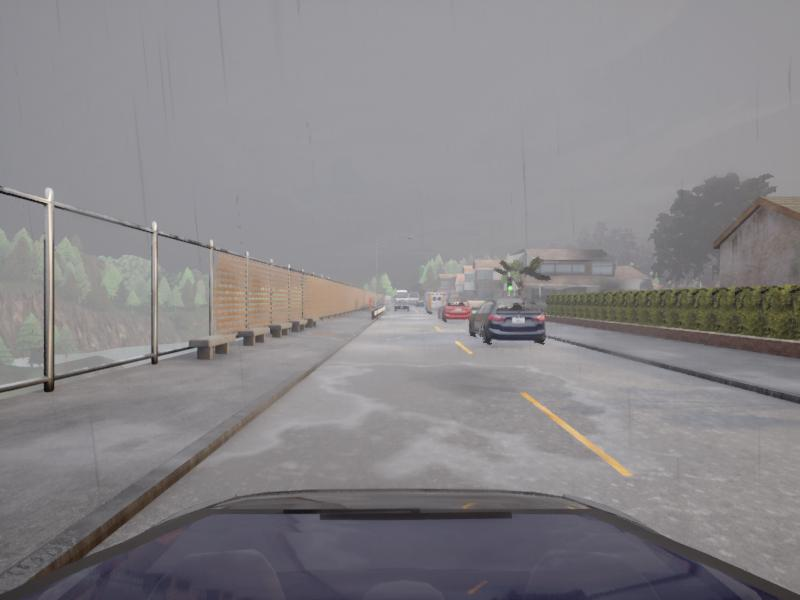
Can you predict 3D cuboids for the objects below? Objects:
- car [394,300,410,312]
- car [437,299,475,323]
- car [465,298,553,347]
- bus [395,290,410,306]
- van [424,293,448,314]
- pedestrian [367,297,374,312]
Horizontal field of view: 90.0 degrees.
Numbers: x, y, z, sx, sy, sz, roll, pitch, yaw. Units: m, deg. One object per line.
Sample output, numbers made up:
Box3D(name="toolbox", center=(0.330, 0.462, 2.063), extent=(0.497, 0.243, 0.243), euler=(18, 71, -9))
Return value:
Box3D(name="car", center=(0.314, 0.781, 57.989), extent=(2.152, 1.651, 5.027), euler=(0, 0, 2))
Box3D(name="car", center=(4.159, 0.756, 30.561), extent=(2.242, 1.667, 4.611), euler=(0, 0, 0))
Box3D(name="car", center=(4.089, 0.758, 15.900), extent=(2.242, 1.667, 4.611), euler=(0, 0, 0))
Box3D(name="bus", center=(0.677, -0.539, 108.621), extent=(3.944, 4.253, 10.273), euler=(0, 0, 0))
Box3D(name="van", center=(4.253, 0.378, 48.465), extent=(2.351, 2.431, 6.366), euler=(0, 0, 0))
Box3D(name="pedestrian", center=(-3.694, 0.533, 49.764), extent=(0.751, 1.860, 0.751), euler=(0, 0, -11))
